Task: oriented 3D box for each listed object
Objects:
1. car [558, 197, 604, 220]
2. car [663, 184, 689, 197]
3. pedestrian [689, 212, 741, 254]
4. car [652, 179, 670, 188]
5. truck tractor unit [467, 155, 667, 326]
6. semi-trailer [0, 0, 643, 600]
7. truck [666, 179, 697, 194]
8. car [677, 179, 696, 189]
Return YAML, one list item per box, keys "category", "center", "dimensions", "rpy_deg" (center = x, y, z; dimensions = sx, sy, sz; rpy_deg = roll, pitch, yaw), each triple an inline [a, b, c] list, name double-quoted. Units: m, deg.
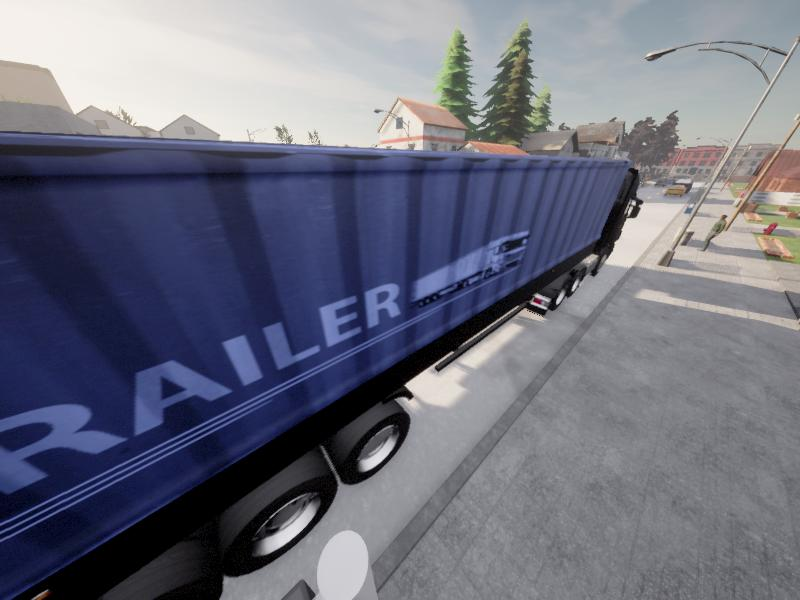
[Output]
- category: "car"
  center: [16.976, -8.670, 21.653]
  dimensions: [4.181, 1.385, 1.994]
  rpy_deg: [-23, 37, -34]
- category: "car"
  center: [43.629, -17.307, 36.445]
  dimensions: [5.008, 1.535, 1.882]
  rpy_deg: [-23, 37, -34]
- category: "pedestrian"
  center: [16.017, -3.428, 11.827]
  dimensions: [0.751, 1.860, 0.751]
  rpy_deg: [20, 35, 30]
- category: "car"
  center: [58.639, -26.239, 51.847]
  dimensions: [3.988, 1.617, 1.851]
  rpy_deg: [-23, 37, -34]
- category: "truck tractor unit"
  center: [6.026, -2.689, 8.484]
  dimensions: [6.516, 4.208, 3.053]
  rpy_deg: [-23, 37, -34]
- category: "semi-trailer"
  center: [-0.043, -0.250, 4.017]
  dimensions: [14.254, 4.402, 2.717]
  rpy_deg: [-23, 37, -34]
- category: "truck"
  center: [49.349, -19.950, 40.461]
  dimensions: [6.274, 2.098, 2.390]
  rpy_deg: [-23, 37, -34]
- category: "car"
  center: [60.421, -24.417, 48.690]
  dimensions: [3.988, 1.617, 1.851]
  rpy_deg: [-22, 37, -33]
